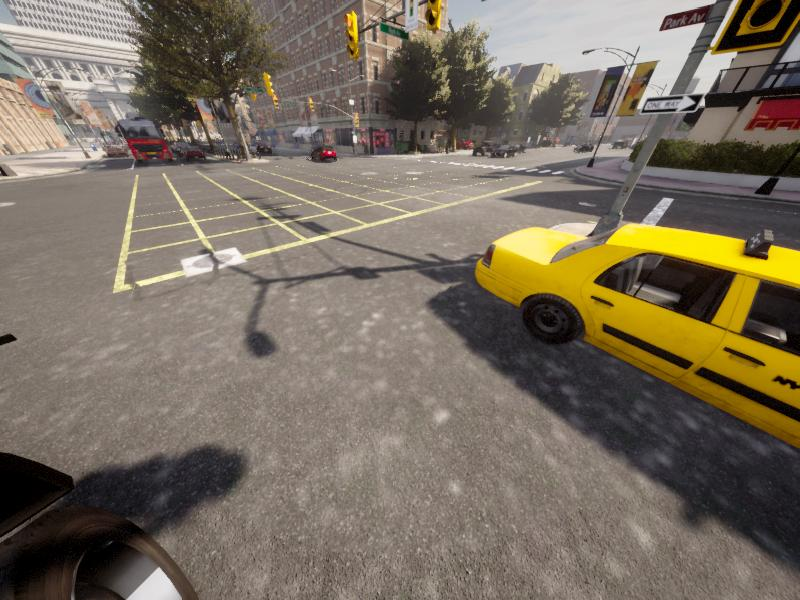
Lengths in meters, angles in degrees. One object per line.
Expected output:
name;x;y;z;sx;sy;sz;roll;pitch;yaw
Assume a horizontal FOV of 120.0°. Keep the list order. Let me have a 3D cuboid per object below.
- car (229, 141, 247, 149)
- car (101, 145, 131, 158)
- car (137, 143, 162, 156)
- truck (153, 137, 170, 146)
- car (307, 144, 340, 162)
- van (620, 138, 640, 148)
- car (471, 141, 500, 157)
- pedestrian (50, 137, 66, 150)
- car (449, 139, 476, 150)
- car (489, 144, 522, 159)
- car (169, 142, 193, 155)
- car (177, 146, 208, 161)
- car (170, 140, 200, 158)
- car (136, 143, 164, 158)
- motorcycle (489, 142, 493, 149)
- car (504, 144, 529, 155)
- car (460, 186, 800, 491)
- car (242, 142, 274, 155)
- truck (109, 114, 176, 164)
car;-36.096;-34.529;51.449;1.812;1.442;4.674;-28;44;-34
car;-36.837;-19.373;30.036;1.895;1.301;4.718;-28;44;-34
car;-36.886;-22.195;33.990;1.994;1.385;4.181;-28;44;-34
truck;-67.720;-45.059;65.610;2.390;2.098;6.274;-28;44;-34
car;-8.938;-17.099;26.816;2.007;1.525;4.514;-22;41;-28
van;66.486;-45.424;66.804;6.366;2.431;2.351;-27;43;-33
car;12.528;-22.226;33.937;3.866;1.878;1.905;-26;43;-33
pedestrian;-62.655;-28.701;42.311;0.751;1.860;0.751;-29;44;-34
car;14.071;-35.467;52.621;2.150;2.045;5.566;-26;43;-32
car;14.371;-20.283;31.535;4.892;1.490;1.837;-28;44;-34
car;-32.921;-22.725;34.677;1.970;1.475;3.806;-27;44;-33
car;-24.264;-17.157;26.988;1.895;1.301;4.718;-28;44;-34
car;-28.927;-20.319;31.013;2.097;1.767;4.553;-28;44;-34
car;-32.422;-19.416;29.981;1.970;1.475;3.806;-28;44;-34
motorcycle;22.553;-38.274;57.107;0.764;1.277;2.356;2;34;20
car;20.092;-26.003;39.744;4.674;1.442;1.812;-29;44;-35
car;3.398;0.203;2.282;1.801;1.575;5.366;-24;42;-30
car;-22.631;-24.192;36.781;4.974;1.542;2.038;23;41;29
truck;-27.250;-17.095;24.681;2.891;3.827;8.468;-28;44;-34
